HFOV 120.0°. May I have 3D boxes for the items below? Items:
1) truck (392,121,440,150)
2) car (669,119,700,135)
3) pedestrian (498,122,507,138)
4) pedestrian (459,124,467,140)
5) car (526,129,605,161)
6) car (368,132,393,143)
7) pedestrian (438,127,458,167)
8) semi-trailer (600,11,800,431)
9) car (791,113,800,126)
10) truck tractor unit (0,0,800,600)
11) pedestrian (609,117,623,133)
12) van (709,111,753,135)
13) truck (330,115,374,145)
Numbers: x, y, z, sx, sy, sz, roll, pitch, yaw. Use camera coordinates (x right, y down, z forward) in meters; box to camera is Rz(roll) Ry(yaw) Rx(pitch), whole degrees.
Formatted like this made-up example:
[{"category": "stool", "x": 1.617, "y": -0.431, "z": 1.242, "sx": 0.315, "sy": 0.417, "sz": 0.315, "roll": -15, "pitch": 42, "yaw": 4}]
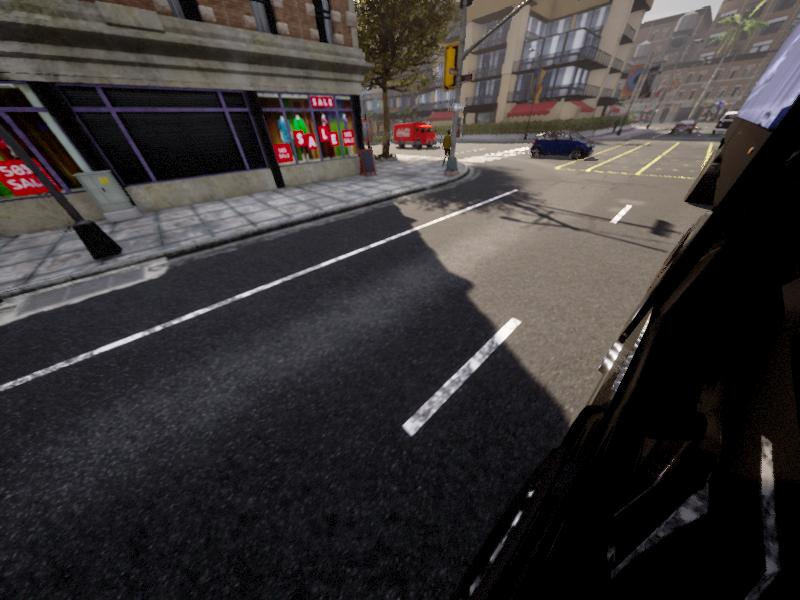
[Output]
[{"category": "truck", "x": 1.796, "y": -19.616, "z": 27.564, "sx": 2.627, "sy": 2.467, "sz": 5.204, "roll": -31, "pitch": 45, "yaw": -32}, {"category": "car", "x": 35.856, "y": -21.820, "z": 29.096, "sx": 4.674, "sy": 1.442, "sz": 1.812, "roll": -30, "pitch": 45, "yaw": -32}, {"category": "pedestrian", "x": 15.479, "y": -25.662, "z": 34.916, "sx": 0.751, "sy": 1.860, "sz": 0.751, "roll": 29, "pitch": 47, "yaw": 35}, {"category": "pedestrian", "x": 9.699, "y": -25.903, "z": 35.619, "sx": 0.751, "sy": 1.860, "sz": 0.751, "roll": -25, "pitch": 42, "yaw": -26}, {"category": "car", "x": 10.995, "y": -10.534, "z": 15.632, "sx": 1.789, "sy": 1.549, "sz": 3.705, "roll": -31, "pitch": 46, "yaw": -32}, {"category": "car", "x": -3.480, "y": -28.657, "z": 40.727, "sx": 2.007, "sy": 1.525, "sz": 4.514, "roll": -31, "pitch": 45, "yaw": -32}, {"category": "pedestrian", "x": 2.788, "y": -8.905, "z": 13.470, "sx": 0.751, "sy": 1.860, "sz": 0.751, "roll": 22, "pitch": 44, "yaw": 30}, {"category": "semi-trailer", "x": 8.547, "y": -3.716, "z": 4.354, "sx": 14.254, "sy": 4.402, "sz": 2.717, "roll": -30, "pitch": 45, "yaw": -31}, {"category": "car", "x": 58.609, "y": -26.022, "z": 32.815, "sx": 4.605, "sy": 1.855, "sz": 1.932, "roll": -32, "pitch": 46, "yaw": -33}, {"category": "truck tractor unit", "x": 2.645, "y": -0.295, "z": 0.351, "sx": 6.516, "sy": 4.208, "sz": 3.053, "roll": -28, "pitch": 44, "yaw": -30}, {"category": "pedestrian", "x": 31.132, "y": -25.191, "z": 33.251, "sx": 0.751, "sy": 1.860, "sz": 0.751, "roll": 27, "pitch": 46, "yaw": 34}, {"category": "van", "x": 37.767, "y": -20.321, "z": 26.478, "sx": 4.480, "sy": 2.038, "sz": 2.069, "roll": -31, "pitch": 45, "yaw": -32}, {"category": "truck", "x": -8.409, "y": -29.490, "z": 40.249, "sx": 2.891, "sy": 3.827, "sz": 8.468, "roll": -31, "pitch": 45, "yaw": -32}]
